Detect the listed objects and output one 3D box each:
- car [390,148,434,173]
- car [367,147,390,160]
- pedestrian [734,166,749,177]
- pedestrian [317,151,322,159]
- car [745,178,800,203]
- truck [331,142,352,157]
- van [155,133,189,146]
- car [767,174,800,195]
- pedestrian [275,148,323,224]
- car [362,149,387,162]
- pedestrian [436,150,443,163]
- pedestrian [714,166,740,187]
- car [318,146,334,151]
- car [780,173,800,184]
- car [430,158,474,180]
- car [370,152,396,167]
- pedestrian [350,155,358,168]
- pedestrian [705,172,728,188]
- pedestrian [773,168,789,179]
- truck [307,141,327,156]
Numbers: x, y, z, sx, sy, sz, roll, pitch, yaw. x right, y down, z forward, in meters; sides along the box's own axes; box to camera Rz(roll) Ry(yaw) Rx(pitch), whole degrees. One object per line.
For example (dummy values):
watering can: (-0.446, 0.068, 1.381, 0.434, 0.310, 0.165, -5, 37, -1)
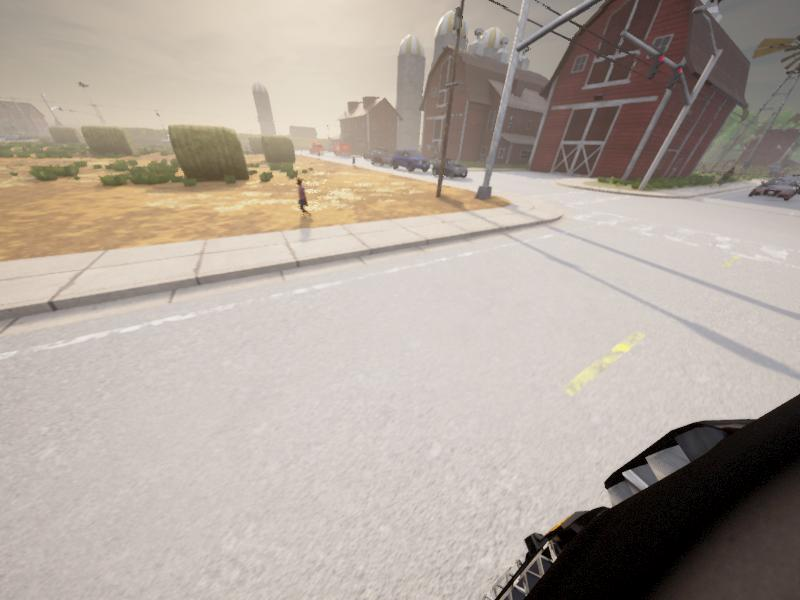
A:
car: (1.152, -15.704, 25.975, 2.150, 2.045, 5.566, -17, 38, -27)
car: (-4.151, -28.756, 45.200, 3.866, 1.878, 1.905, 9, 40, 13)
pedestrian: (69.446, -26.113, 46.954, 0.751, 1.860, 0.751, -10, 36, -19)
pedestrian: (-12.138, -21.750, 34.646, 0.500, 1.100, 0.500, -12, 36, -21)
car: (30.349, -8.917, 18.618, 4.181, 1.385, 1.994, -16, 38, -26)
truck: (-12.674, -32.435, 49.874, 2.627, 2.467, 5.204, -17, 38, -27)
van: (-63.096, -44.486, 64.173, 5.915, 2.561, 1.988, -16, 38, -27)
car: (40.755, -12.045, 23.921, 5.238, 1.638, 1.930, -16, 38, -27)
pedestrian: (-2.906, -3.320, 6.756, 0.751, 1.860, 0.751, -24, 42, -35)
car: (-4.429, -24.418, 39.035, 2.152, 1.651, 5.027, -17, 39, -27)
pedestrian: (7.199, -26.065, 42.009, 0.751, 1.860, 0.751, -18, 39, -28)
pedestrian: (35.339, -13.346, 24.953, 0.751, 1.860, 0.751, -17, 38, -27)
car: (-26.676, -54.721, 83.415, 4.974, 1.542, 2.038, -16, 38, -27)
car: (68.431, -20.310, 38.848, 4.181, 1.385, 1.994, 24, 39, 29)
car: (4.682, -12.184, 21.375, 1.845, 1.501, 3.633, -17, 38, -27)
car: (-2.338, -18.731, 30.739, 1.789, 1.549, 3.705, -17, 38, -27)
pedestrian: (-4.899, -14.760, 24.615, 0.500, 1.100, 0.500, 28, 41, 33)
pedestrian: (32.028, -12.143, 23.382, 0.751, 1.300, 0.751, -17, 38, -27)
pedestrian: (76.367, -25.359, 46.349, 0.751, 1.860, 0.751, -14, 37, -24)
truck: (-18.831, -34.496, 52.509, 2.627, 2.467, 5.204, -17, 39, -27)
